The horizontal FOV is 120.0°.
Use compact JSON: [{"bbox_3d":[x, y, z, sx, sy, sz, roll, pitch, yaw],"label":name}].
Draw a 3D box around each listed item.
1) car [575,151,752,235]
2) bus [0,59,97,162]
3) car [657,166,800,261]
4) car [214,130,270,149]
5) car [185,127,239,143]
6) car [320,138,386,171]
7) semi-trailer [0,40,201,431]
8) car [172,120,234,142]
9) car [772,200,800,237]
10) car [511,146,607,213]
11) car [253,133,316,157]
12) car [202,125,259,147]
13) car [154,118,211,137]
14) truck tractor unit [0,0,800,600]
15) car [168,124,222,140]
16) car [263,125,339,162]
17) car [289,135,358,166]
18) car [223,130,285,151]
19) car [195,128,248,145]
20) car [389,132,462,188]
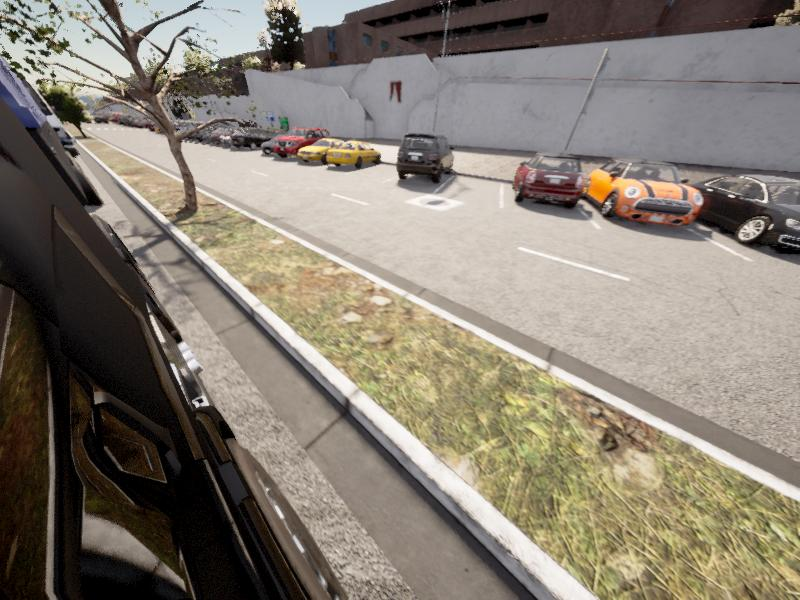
[{"bbox_3d":[8.500,-4.116,8.308,2.185,1.767,4.553,14,37,14],"label":"car"},{"bbox_3d":[-24.418,-11.910,14.726,10.273,4.253,3.944,28,43,30],"label":"bus"},{"bbox_3d":[10.781,-2.774,6.869,2.231,1.521,4.892,14,37,14],"label":"car"},{"bbox_3d":[-16.783,-17.326,24.906,2.002,1.452,4.674,14,37,14],"label":"car"},{"bbox_3d":[-23.674,-21.002,29.427,2.163,1.488,4.792,14,37,15],"label":"car"},{"bbox_3d":[-2.942,-10.197,15.993,1.946,1.575,5.366,14,37,15],"label":"car"},{"bbox_3d":[-8.702,-3.586,4.247,14.254,4.402,2.717,28,43,30],"label":"semi-trailer"},{"bbox_3d":[-25.955,-22.451,30.757,2.435,2.045,5.566,14,37,15],"label":"car"},{"bbox_3d":[13.075,-1.540,5.411,2.163,1.488,4.792,14,37,15],"label":"car"},{"bbox_3d":[6.175,-5.307,9.756,2.185,1.767,4.553,14,37,15],"label":"car"},{"bbox_3d":[-9.899,-13.689,20.356,2.163,1.488,4.792,14,37,15],"label":"car"},{"bbox_3d":[-19.062,-18.689,26.334,2.185,1.767,4.553,14,37,14],"label":"car"},{"bbox_3d":[-32.859,-26.112,35.183,2.435,2.045,5.566,15,38,14],"label":"car"},{"bbox_3d":[-2.645,-0.295,0.351,6.516,4.208,3.053,28,44,30],"label":"truck tractor unit"},{"bbox_3d":[-28.334,-23.364,32.233,1.946,1.575,5.366,15,37,14],"label":"car"},{"bbox_3d":[-7.587,-12.705,18.687,2.435,2.045,5.566,14,37,14],"label":"car"},{"bbox_3d":[-5.359,-11.209,17.206,1.946,1.575,5.366,14,37,15],"label":"car"},{"bbox_3d":[-14.491,-16.144,23.371,2.097,1.535,5.008,14,37,15],"label":"car"},{"bbox_3d":[-21.374,-19.751,27.911,2.002,1.452,4.674,14,37,14],"label":"car"},{"bbox_3d":[1.604,-7.883,12.725,2.435,2.045,5.566,14,37,15],"label":"car"}]
